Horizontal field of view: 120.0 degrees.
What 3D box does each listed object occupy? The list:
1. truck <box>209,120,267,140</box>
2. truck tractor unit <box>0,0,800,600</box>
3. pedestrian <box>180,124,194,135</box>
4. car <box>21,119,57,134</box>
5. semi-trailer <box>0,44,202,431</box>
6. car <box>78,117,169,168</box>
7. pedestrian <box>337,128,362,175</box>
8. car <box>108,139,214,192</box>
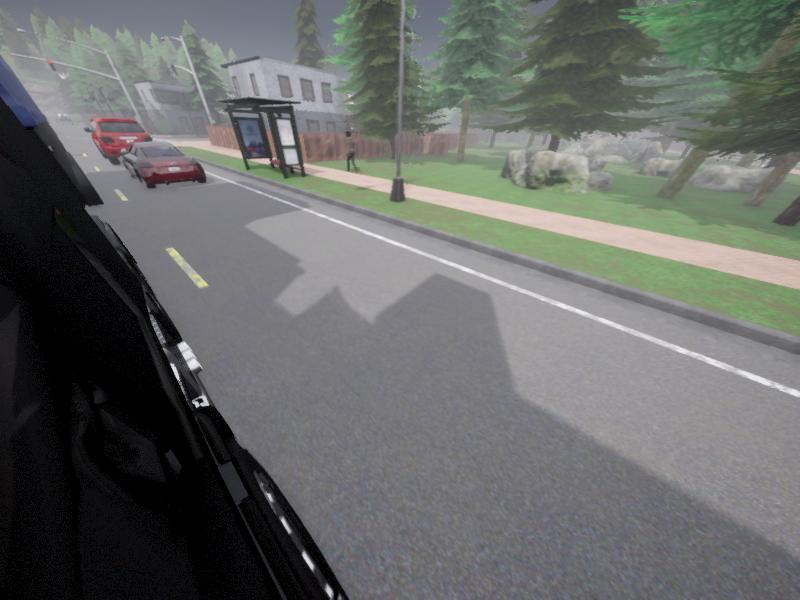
[{"bbox_3d":[-23.215,-24.683,33.561,2.390,2.098,6.274,21,41,24],"label":"truck"},{"bbox_3d":[-2.645,-0.295,0.352,6.516,4.208,3.053,28,44,30],"label":"truck tractor unit"},{"bbox_3d":[-31.342,-25.044,33.964,0.751,1.300,0.751,9,37,9],"label":"pedestrian"},{"bbox_3d":[-45.823,-22.012,29.377,4.181,1.385,1.994,28,44,30],"label":"car"},{"bbox_3d":[-8.706,-3.584,4.244,14.254,4.402,2.717,28,44,30],"label":"semi-trailer"},{"bbox_3d":[-16.043,-9.240,13.384,5.566,2.045,2.150,28,44,30],"label":"car"},{"bbox_3d":[-2.488,-7.410,11.549,0.751,1.860,0.751,30,45,31],"label":"pedestrian"},{"bbox_3d":[-9.935,-5.726,9.590,4.181,1.385,1.994,28,44,30],"label":"car"}]
